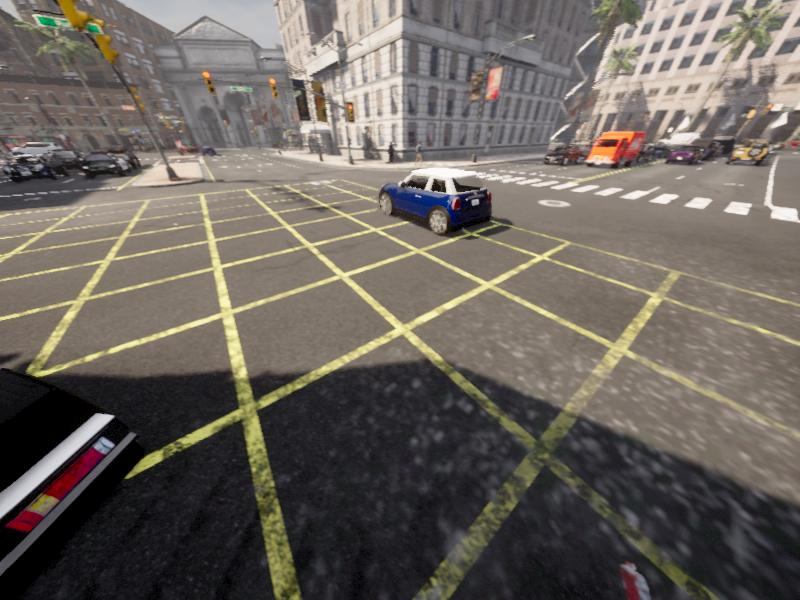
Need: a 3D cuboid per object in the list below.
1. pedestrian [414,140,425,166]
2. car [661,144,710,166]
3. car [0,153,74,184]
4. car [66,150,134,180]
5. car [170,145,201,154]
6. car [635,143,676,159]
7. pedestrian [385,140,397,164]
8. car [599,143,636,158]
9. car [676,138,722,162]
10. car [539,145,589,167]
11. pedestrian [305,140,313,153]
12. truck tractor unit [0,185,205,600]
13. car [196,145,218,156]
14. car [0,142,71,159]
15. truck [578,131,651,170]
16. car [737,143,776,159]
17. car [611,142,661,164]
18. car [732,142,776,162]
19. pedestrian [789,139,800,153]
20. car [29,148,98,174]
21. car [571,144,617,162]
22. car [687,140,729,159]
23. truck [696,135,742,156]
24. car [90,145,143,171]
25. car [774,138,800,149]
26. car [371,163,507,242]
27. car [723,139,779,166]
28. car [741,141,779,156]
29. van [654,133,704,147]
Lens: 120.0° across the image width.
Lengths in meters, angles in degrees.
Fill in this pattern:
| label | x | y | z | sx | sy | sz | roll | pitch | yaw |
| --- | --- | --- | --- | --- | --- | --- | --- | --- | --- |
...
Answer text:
| label | x | y | z | sx | sy | sz | roll | pitch | yaw |
| --- | --- | --- | --- | --- | --- | --- | --- | --- | --- |
| pedestrian | 1.662 | -12.615 | 19.875 | 0.751 | 1.860 | 0.751 | 9 | 36 | 13 |
| car | 26.264 | -13.374 | 21.235 | 4.193 | 1.474 | 1.816 | -24 | 41 | -29 |
| car | -25.799 | -9.402 | 16.359 | 1.970 | 1.475 | 3.806 | -24 | 41 | -29 |
| car | -22.890 | -10.566 | 17.919 | 2.038 | 1.542 | 4.974 | -24 | 41 | -29 |
| car | -39.916 | -27.961 | 43.012 | 4.718 | 1.301 | 1.895 | 13 | 37 | 19 |
| car | 29.849 | -17.392 | 26.967 | 4.181 | 1.385 | 1.994 | -22 | 41 | -28 |
| pedestrian | -0.842 | -14.114 | 22.034 | 0.751 | 1.860 | 0.751 | 30 | 45 | 35 |
| car | 27.400 | -18.854 | 29.073 | 4.181 | 1.385 | 1.994 | -24 | 41 | -29 |
| car | 31.043 | -15.616 | 23.980 | 3.866 | 1.878 | 1.905 | -23 | 41 | -29 |
| car | 15.535 | -13.720 | 21.862 | 4.892 | 1.490 | 1.837 | -24 | 41 | -29 |
| pedestrian | -15.215 | -25.723 | 38.687 | 0.751 | 1.860 | 0.751 | -22 | 41 | -28 |
| truck tractor unit | -5.365 | 0.173 | 0.115 | 6.516 | 4.208 | 3.053 | 2 | 35 | 4 |
| car | -32.698 | -25.389 | 39.134 | 1.812 | 1.442 | 4.674 | -28 | 44 | -33 |
| car | -57.695 | -23.840 | 36.777 | 5.566 | 2.045 | 2.150 | -23 | 41 | -28 |
| truck | 18.182 | -12.766 | 19.628 | 5.204 | 2.467 | 2.627 | -24 | 41 | -29 |
| car | 40.698 | -17.043 | 26.378 | 4.718 | 1.301 | 1.895 | -23 | 41 | -29 |
| car | 23.843 | -14.914 | 23.307 | 5.238 | 1.638 | 1.930 | -24 | 41 | -29 |
| car | 35.870 | -15.048 | 23.420 | 3.633 | 1.501 | 1.845 | -23 | 41 | -29 |
| pedestrian | 54.398 | -21.035 | 31.303 | 0.751 | 1.860 | 0.751 | -11 | 36 | -14 |
| car | -29.799 | -12.534 | 20.711 | 1.930 | 1.638 | 5.238 | -24 | 41 | -29 |
| car | 21.401 | -16.266 | 25.471 | 5.357 | 1.411 | 2.033 | -24 | 41 | -29 |
| car | 36.500 | -17.902 | 27.357 | 5.238 | 1.638 | 1.930 | -23 | 41 | -28 |
| truck | 43.082 | -20.933 | 31.159 | 6.274 | 2.098 | 2.390 | -23 | 41 | -29 |
| car | -26.625 | -13.574 | 21.932 | 1.932 | 1.855 | 4.605 | -24 | 41 | -29 |
| car | 67.733 | -26.617 | 39.312 | 3.705 | 1.549 | 1.789 | 18 | 39 | 24 |
| car | 0.948 | -3.360 | 7.413 | 1.970 | 1.475 | 3.806 | -24 | 41 | -29 |
| car | 31.071 | -13.116 | 20.447 | 4.605 | 1.855 | 1.932 | -23 | 41 | -29 |
| car | 46.523 | -19.619 | 29.859 | 5.357 | 1.411 | 2.033 | -23 | 41 | -28 |
| van | 61.988 | -35.671 | 51.470 | 2.351 | 2.431 | 6.366 | -23 | 41 | -29 |
